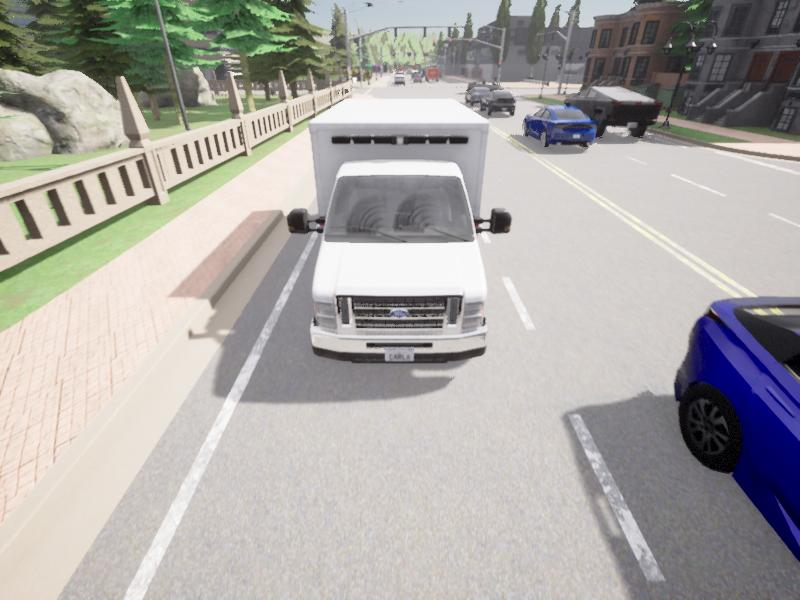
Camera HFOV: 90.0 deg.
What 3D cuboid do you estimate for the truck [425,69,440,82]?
[{"bbox_3d":[6.983,-48.642,86.539,2.627,2.467,5.204,0,30,0],"label":"truck"}]

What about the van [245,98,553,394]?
[{"bbox_3d":[-0.009,-1.656,6.408,2.351,2.431,6.366,0,30,0],"label":"van"}]

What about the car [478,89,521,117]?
[{"bbox_3d":[6.984,-14.167,28.678,1.837,1.490,4.892,0,30,0],"label":"car"}]

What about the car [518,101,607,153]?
[{"bbox_3d":[6.989,-7.868,17.890,1.882,1.535,5.008,0,30,0],"label":"car"}]

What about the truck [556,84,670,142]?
[{"bbox_3d":[10.488,-9.766,20.573,2.390,2.098,6.274,0,30,0],"label":"truck"}]

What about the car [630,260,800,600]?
[{"bbox_3d":[3.496,1.444,2.008,2.007,1.525,4.514,0,30,0],"label":"car"}]

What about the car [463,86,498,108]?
[{"bbox_3d":[6.985,-17.983,35.292,2.033,1.411,5.357,0,30,0],"label":"car"}]

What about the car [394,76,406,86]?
[{"bbox_3d":[-0.031,-39.124,71.349,2.033,1.411,5.357,0,30,0],"label":"car"}]

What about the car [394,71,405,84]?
[{"bbox_3d":[-0.033,-44.533,79.956,2.150,2.045,5.566,0,30,0],"label":"car"}]

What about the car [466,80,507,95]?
[{"bbox_3d":[10.502,-26.096,49.050,4.514,1.525,2.007,0,30,0],"label":"car"}]
